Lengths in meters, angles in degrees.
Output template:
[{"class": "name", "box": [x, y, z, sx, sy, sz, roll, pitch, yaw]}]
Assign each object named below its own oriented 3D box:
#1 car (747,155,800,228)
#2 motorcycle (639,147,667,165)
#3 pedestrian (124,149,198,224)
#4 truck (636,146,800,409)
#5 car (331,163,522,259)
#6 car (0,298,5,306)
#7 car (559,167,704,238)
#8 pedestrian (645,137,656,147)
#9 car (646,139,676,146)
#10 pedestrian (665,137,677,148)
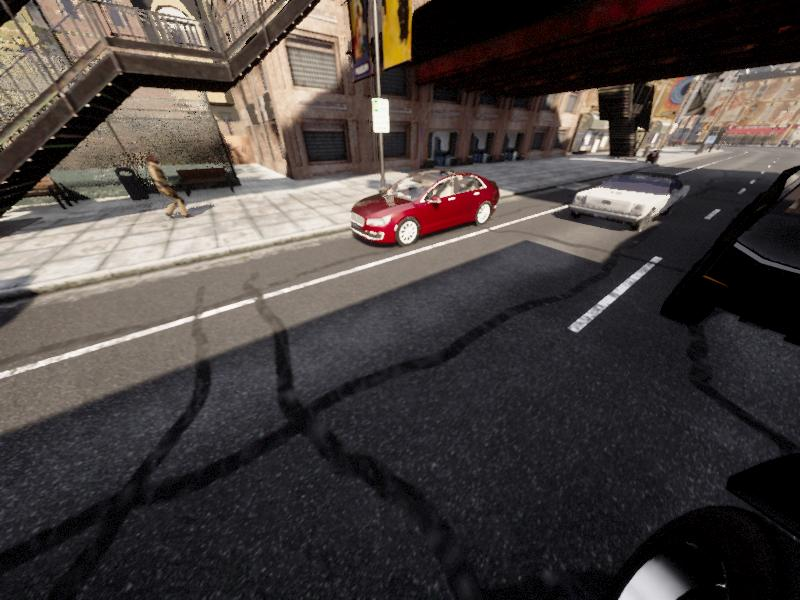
[{"class": "car", "box": [14.033, -3.692, 7.623, 5.238, 1.638, 1.930, -22, 40, -27]}, {"class": "motorcycle", "box": [23.311, -13.316, 21.325, 0.856, 1.236, 1.805, 14, 38, 20]}, {"class": "pedestrian", "box": [-7.041, -3.367, 6.879, 0.751, 1.860, 0.751, 29, 44, 35]}, {"class": "truck", "box": [6.548, -0.853, 3.296, 6.274, 2.098, 2.390, -22, 40, -28]}, {"class": "car", "box": [0.882, -2.892, 6.712, 4.892, 1.521, 2.231, -22, 41, -28]}, {"class": "car", "box": [-7.956, 0.587, 1.623, 4.553, 1.767, 2.185, -22, 41, -28]}, {"class": "car", "box": [7.662, -3.432, 7.619, 4.718, 1.301, 1.895, -22, 40, -28]}, {"class": "pedestrian", "box": [60.028, -37.890, 55.403, 0.751, 1.860, 0.751, 7, 36, 10]}, {"class": "car", "box": [72.156, -43.562, 63.948, 1.801, 1.575, 5.366, -6, 35, -9]}, {"class": "pedestrian", "box": [58.431, -33.975, 49.838, 0.751, 1.860, 0.751, 9, 36, 14]}]
